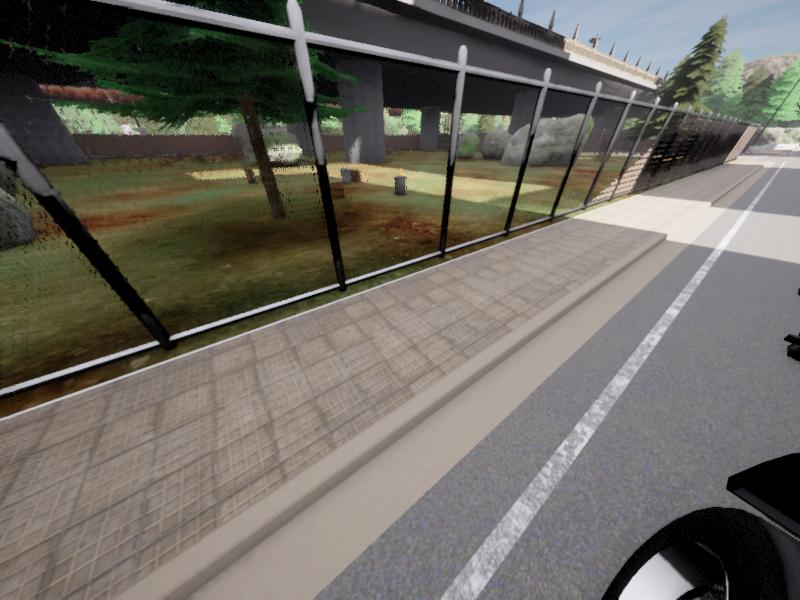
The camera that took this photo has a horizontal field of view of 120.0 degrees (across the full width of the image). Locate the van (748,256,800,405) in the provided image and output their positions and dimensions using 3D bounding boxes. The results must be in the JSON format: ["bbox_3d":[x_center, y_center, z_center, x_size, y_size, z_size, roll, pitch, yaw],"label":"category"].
[{"bbox_3d":[6.335,-0.133,2.331,4.480,2.038,2.069,-20,39,-27],"label":"van"}]

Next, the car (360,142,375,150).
[{"bbox_3d":[-8.709,-41.687,62.529,3.705,1.549,1.789,-9,36,-12],"label":"car"}]
